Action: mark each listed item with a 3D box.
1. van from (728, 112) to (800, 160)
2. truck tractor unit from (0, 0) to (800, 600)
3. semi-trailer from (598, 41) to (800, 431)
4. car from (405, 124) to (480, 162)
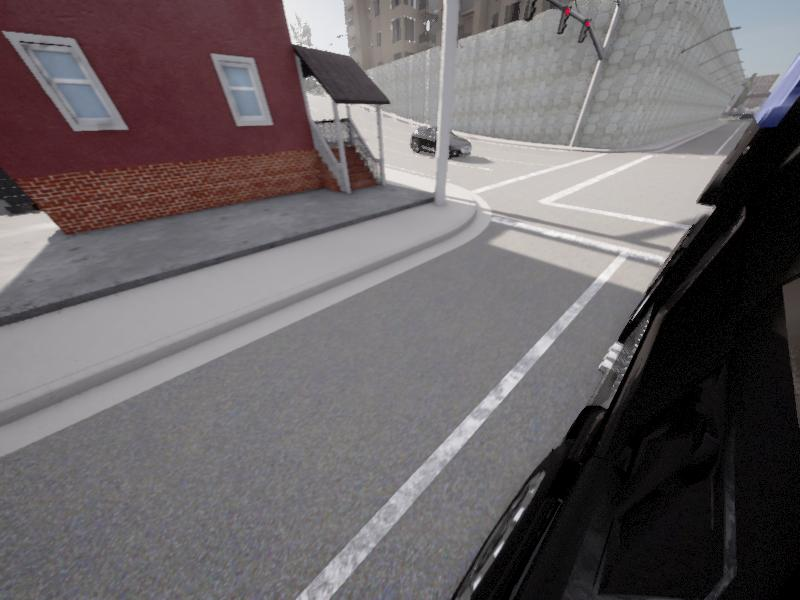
[{"bbox_3d":[21.447,-9.525,13.348,4.442,1.987,1.775,-26,43,-27],"label":"van"},{"bbox_3d":[2.645,-0.295,0.351,6.516,4.208,3.053,-28,44,-30],"label":"truck tractor unit"},{"bbox_3d":[8.695,-3.608,4.230,14.254,4.402,2.717,-28,44,-30],"label":"semi-trailer"},{"bbox_3d":[2.740,-11.076,16.134,2.033,1.649,4.856,-28,49,-30],"label":"car"}]
